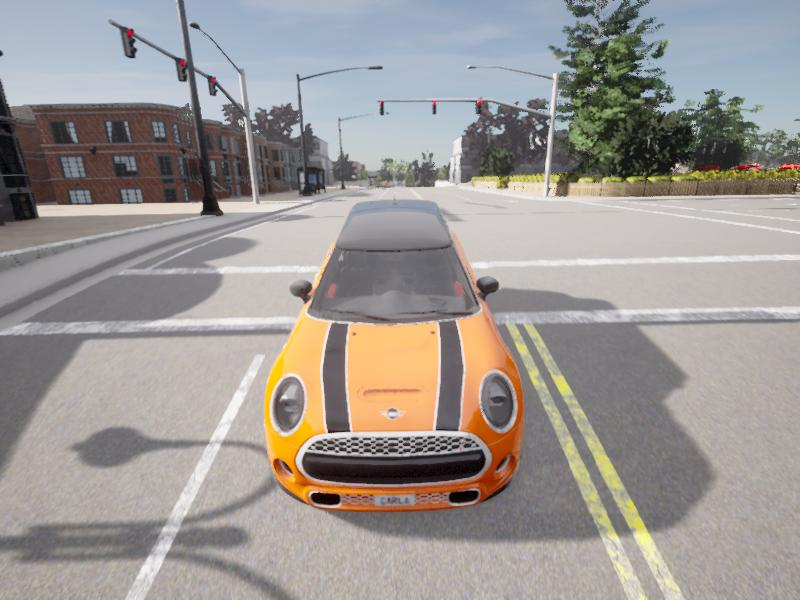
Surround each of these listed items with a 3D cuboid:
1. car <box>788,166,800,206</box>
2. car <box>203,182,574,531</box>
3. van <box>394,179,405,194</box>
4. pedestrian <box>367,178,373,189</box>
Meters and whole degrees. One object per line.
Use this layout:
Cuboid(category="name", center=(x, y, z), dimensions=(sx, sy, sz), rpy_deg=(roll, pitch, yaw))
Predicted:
Cuboid(category="car", center=(21.429, -5.308, 18.503), dimensions=(4.605, 1.855, 1.932), rpy_deg=(-1, 17, 1))
Cuboid(category="car", center=(-0.057, -0.058, 4.694), dimensions=(2.097, 1.767, 4.553), rpy_deg=(-1, 26, 0))
Cuboid(category="van", center=(-0.042, -25.172, 89.105), dimensions=(2.351, 2.431, 6.366), rpy_deg=(-1, 9, 0))
Cuboid(category="pedestrian", center=(-5.163, -19.919, 68.517), dimensions=(0.751, 1.860, 0.751), rpy_deg=(0, 17, 3))
